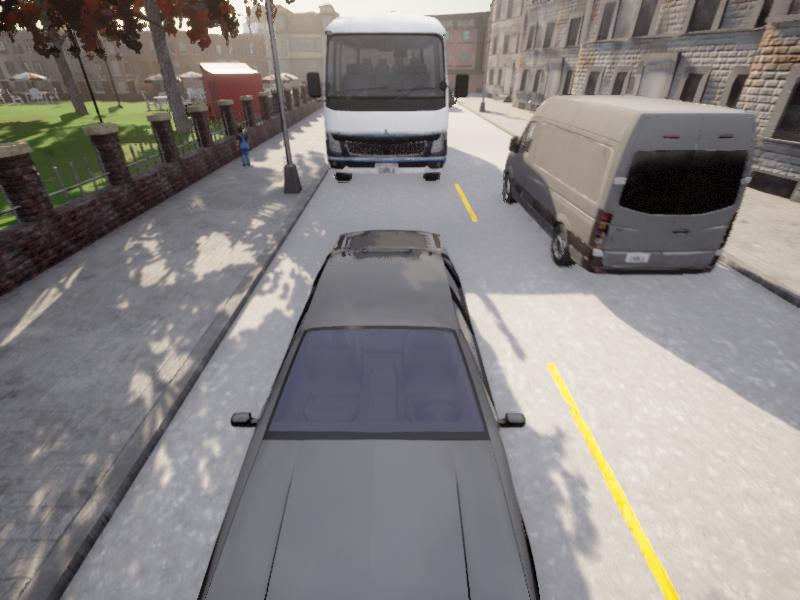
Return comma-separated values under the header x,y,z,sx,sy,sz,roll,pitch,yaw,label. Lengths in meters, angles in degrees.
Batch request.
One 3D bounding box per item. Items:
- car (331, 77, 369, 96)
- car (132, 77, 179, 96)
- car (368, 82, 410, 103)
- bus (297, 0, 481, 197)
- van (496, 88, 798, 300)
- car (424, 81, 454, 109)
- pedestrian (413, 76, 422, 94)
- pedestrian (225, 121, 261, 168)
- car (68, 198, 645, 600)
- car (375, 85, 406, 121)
x,y,z,sx,sy,sz,roll,pitch,yaw,label
-5.736,-24.813,46.521,3.866,1.878,1.905,6,31,11,car
-28.414,-24.884,46.631,3.866,1.878,1.905,0,30,0,car
-1.141,-20.355,39.153,1.930,1.638,5.238,-13,33,-24,car
-0.276,-7.199,14.089,3.944,4.253,10.273,0,30,0,bus
3.694,-2.606,7.935,1.988,2.561,5.915,0,30,-1,van
3.263,-17.583,34.182,1.932,1.855,4.605,-1,31,-2,car
2.094,-25.437,47.365,0.751,1.860,0.751,21,36,32,pedestrian
-5.175,-5.126,13.209,0.751,1.300,0.751,-17,34,-27,pedestrian
-0.148,0.510,3.743,2.033,1.411,5.357,0,30,0,car
-0.617,-13.298,26.844,1.905,1.878,3.866,0,30,-1,car
